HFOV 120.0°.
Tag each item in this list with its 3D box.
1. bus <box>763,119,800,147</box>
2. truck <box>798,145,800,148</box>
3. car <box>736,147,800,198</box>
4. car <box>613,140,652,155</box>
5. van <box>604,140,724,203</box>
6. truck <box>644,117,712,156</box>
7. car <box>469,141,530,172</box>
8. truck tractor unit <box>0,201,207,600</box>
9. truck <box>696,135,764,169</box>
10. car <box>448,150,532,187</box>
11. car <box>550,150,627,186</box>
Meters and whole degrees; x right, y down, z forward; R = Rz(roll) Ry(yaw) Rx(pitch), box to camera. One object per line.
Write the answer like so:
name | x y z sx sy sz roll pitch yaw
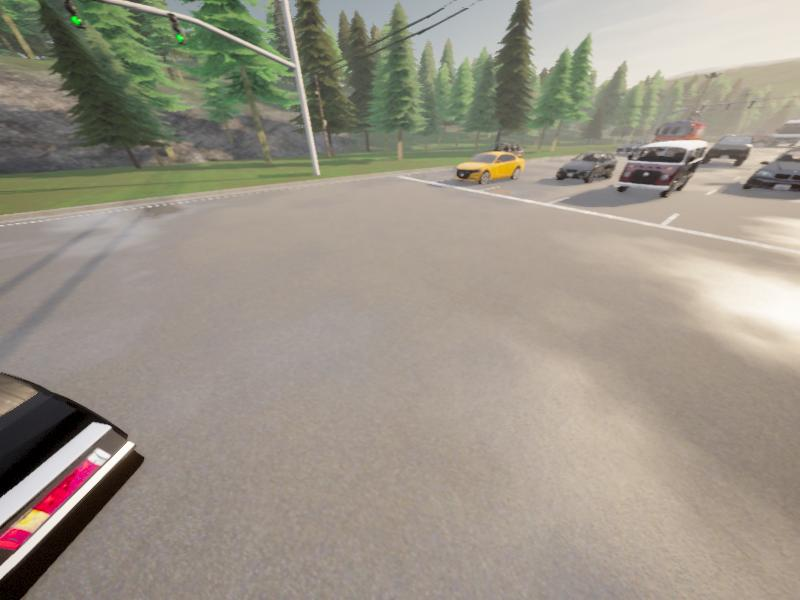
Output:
bus | 77.607 -32.955 45.715 10.273 4.253 3.944 -22 40 -27
truck | 75.347 -28.971 41.660 5.204 2.467 2.627 -22 40 -27
car | 18.595 -6.100 10.848 4.611 1.667 2.242 -22 40 -27
car | 32.556 -21.381 32.301 5.027 1.651 2.152 -22 40 -27
van | 11.848 -5.963 10.432 4.480 2.038 2.069 -23 41 -28
truck | 36.768 -21.524 30.532 8.468 3.827 2.891 -22 40 -27
car | 8.090 -11.749 18.814 4.605 1.855 1.932 -23 41 -27
truck tractor unit | -5.355 0.113 0.202 6.516 4.208 3.053 4 36 6
truck | 28.497 -12.934 19.997 6.274 2.098 2.390 -26 42 -31
car | 5.453 -8.024 13.881 5.008 1.535 1.882 -23 41 -29
car | 11.178 -7.920 13.703 4.193 1.474 1.816 -22 41 -28
